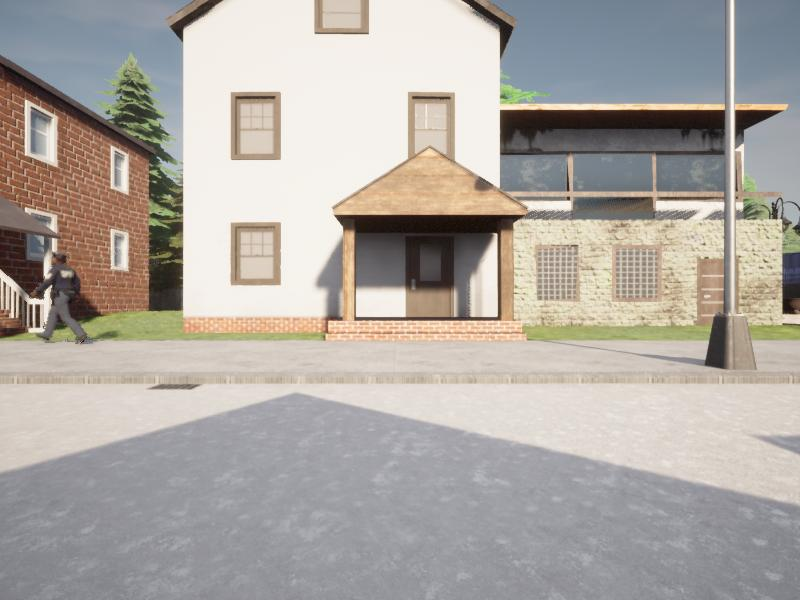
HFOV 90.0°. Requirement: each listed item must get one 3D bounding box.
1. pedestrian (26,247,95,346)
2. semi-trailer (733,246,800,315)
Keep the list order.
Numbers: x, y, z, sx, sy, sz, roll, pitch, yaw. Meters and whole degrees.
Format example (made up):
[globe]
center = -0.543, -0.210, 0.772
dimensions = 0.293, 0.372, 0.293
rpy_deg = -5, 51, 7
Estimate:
[pedestrian]
center = -6.726, -0.067, 7.960
dimensions = 0.751, 1.860, 0.751
rpy_deg = 0, 0, 1
[semi-trailer]
center = 26.933, -1.218, 23.516
dimensions = 2.717, 4.402, 14.254
rpy_deg = 0, 0, -1
